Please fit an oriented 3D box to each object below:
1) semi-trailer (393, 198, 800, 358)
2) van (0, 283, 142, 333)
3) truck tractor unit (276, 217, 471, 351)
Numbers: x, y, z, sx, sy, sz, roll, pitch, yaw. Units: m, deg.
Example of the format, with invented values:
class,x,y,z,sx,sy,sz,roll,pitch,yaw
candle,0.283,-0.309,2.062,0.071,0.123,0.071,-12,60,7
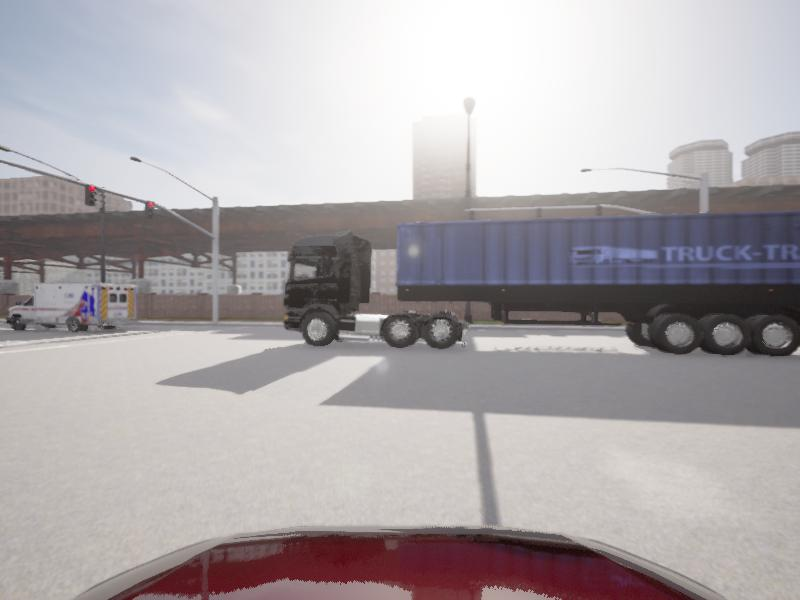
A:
class,x,y,z,sx,sy,sz,roll,pitch,yaw
semi-trailer,7.033,-0.604,13.134,14.254,4.402,2.717,0,0,11
van,-17.442,0.407,21.294,6.366,2.431,2.351,0,0,11
truck tractor unit,-0.746,-0.499,14.604,6.516,4.208,3.053,0,0,11
